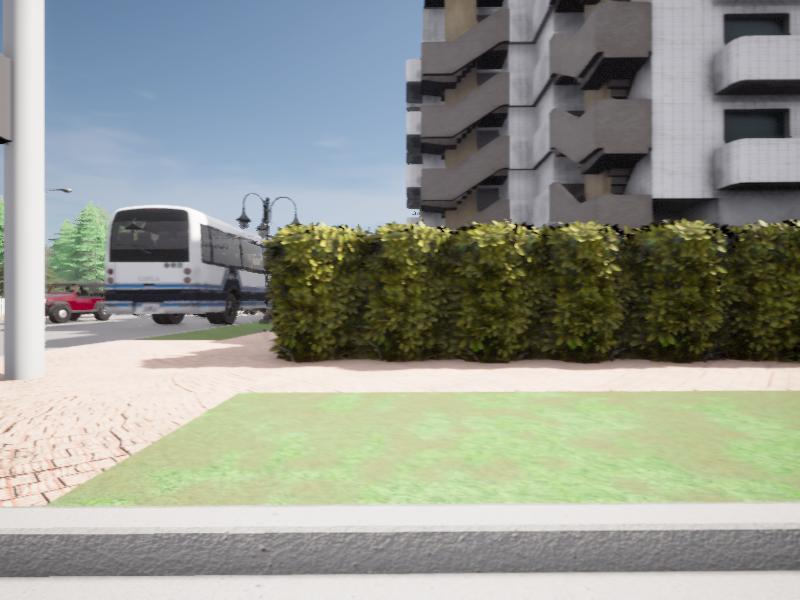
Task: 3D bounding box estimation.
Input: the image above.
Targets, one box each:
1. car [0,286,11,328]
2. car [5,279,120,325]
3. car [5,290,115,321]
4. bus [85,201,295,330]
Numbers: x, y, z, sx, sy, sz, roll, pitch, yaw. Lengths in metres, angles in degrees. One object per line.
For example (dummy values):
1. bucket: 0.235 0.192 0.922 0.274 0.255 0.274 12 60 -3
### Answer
1. car: -15.490 0.260 12.308 2.128 1.511 4.902 0 0 3
2. car: -15.239 0.070 18.377 1.905 1.878 3.866 0 0 2
3. car: -18.576 0.273 22.262 1.837 1.490 4.892 0 0 2
4. bus: -8.351 -1.121 18.411 3.944 4.253 10.273 0 0 2
